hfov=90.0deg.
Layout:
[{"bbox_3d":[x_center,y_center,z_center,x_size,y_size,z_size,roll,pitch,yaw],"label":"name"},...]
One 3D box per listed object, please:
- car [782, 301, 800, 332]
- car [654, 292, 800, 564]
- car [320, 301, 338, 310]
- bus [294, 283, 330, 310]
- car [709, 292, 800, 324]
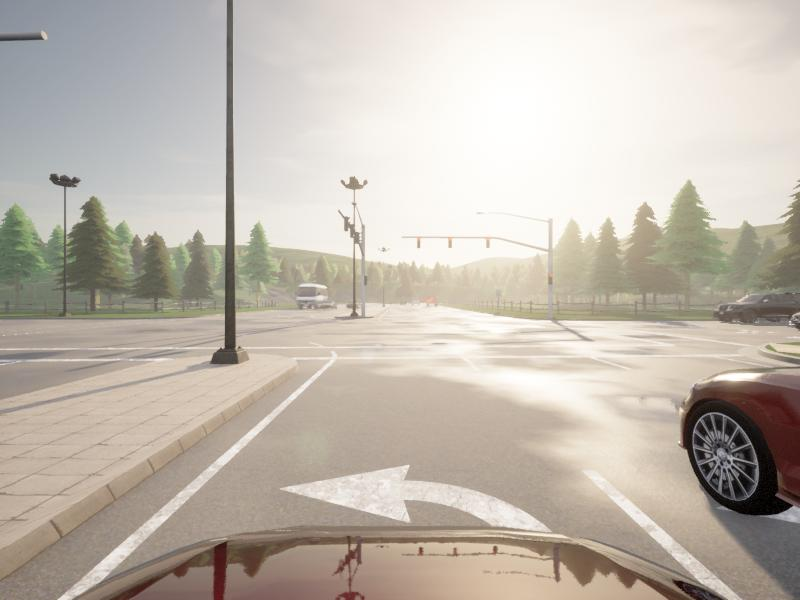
[{"bbox_3d":[22.332,0.828,19.877,4.892,1.490,1.837,0,0,1],"label":"car"},{"bbox_3d":[3.500,0.779,1.307,2.152,1.651,5.027,0,0,0],"label":"car"},{"bbox_3d":[-11.487,0.838,65.056,2.033,1.411,5.357,0,0,0],"label":"car"},{"bbox_3d":[-14.862,-0.599,68.795,3.944,4.253,10.273,0,0,0],"label":"bus"},{"bbox_3d":[24.392,0.547,26.851,5.566,2.045,2.150,0,0,1],"label":"car"}]
